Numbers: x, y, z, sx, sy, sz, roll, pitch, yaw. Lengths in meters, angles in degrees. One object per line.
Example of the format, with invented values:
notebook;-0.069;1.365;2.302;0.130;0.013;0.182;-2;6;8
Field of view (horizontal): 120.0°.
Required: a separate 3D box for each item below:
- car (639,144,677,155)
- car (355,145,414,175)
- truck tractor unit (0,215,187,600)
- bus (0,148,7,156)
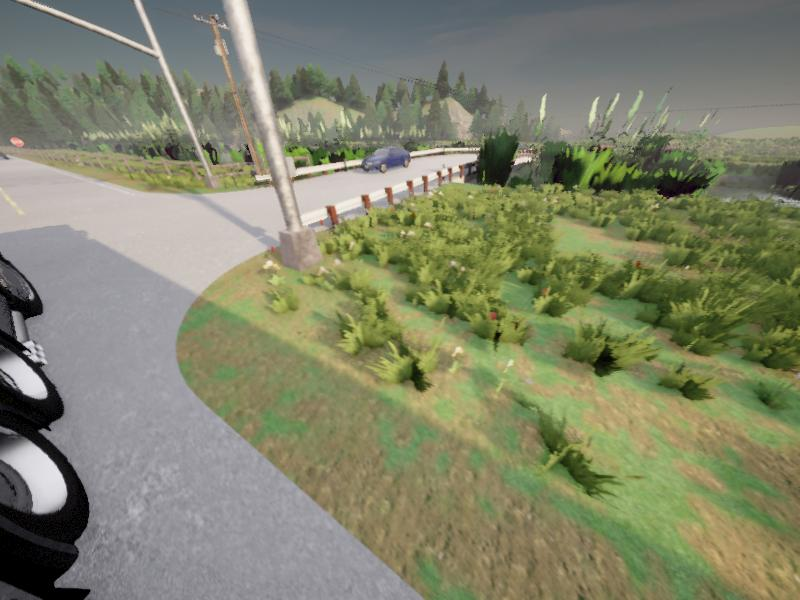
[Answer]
car;43.858;-25.720;39.375;3.806;1.475;1.970;22;41;29
car;-0.966;-10.544;17.232;1.812;1.442;4.674;22;43;28
truck tractor unit;-5.025;-0.378;0.895;6.516;4.208;3.053;22;40;28
bus;-81.856;-30.401;44.585;10.273;4.253;3.944;20;40;26
